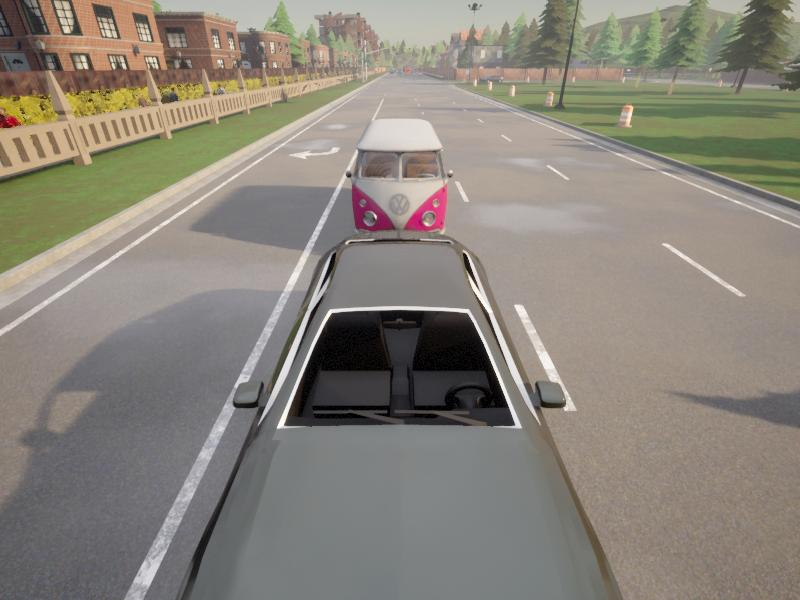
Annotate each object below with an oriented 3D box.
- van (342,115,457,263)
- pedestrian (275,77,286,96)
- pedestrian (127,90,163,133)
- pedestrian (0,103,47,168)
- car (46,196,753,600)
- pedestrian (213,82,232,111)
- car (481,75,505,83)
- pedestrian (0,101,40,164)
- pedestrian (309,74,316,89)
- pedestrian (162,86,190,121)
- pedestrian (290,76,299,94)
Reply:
[{"bbox_3d":[-0.011,-2.634,8.563,1.775,1.987,4.442,0,30,0],"label":"van"},{"bbox_3d":[-13.103,-23.484,44.049,0.751,1.860,0.751,0,30,0],"label":"pedestrian"},{"bbox_3d":[-12.620,-9.358,19.851,0.751,1.860,0.751,-1,30,-1],"label":"pedestrian"},{"bbox_3d":[-12.403,-5.275,12.858,0.751,1.860,0.751,-1,30,-2],"label":"pedestrian"},{"bbox_3d":[-0.004,0.659,3.294,2.152,1.651,5.027,0,30,0],"label":"car"},{"bbox_3d":[-13.046,-14.951,29.432,0.751,1.860,0.751,-2,30,-3],"label":"pedestrian"},{"bbox_3d":[20.157,-48.063,86.911,4.514,1.525,2.007,-7,31,-12],"label":"car"},{"bbox_3d":[-13.250,-5.661,13.519,0.751,1.860,0.751,3,30,5],"label":"pedestrian"},{"bbox_3d":[-12.811,-32.147,58.898,0.751,1.860,0.751,-3,30,-6],"label":"pedestrian"},{"bbox_3d":[-13.469,-11.838,24.099,0.751,1.860,0.751,0,30,0],"label":"pedestrian"},{"bbox_3d":[-12.828,-26.185,48.676,0.751,1.860,0.751,-1,30,-1],"label":"pedestrian"}]
